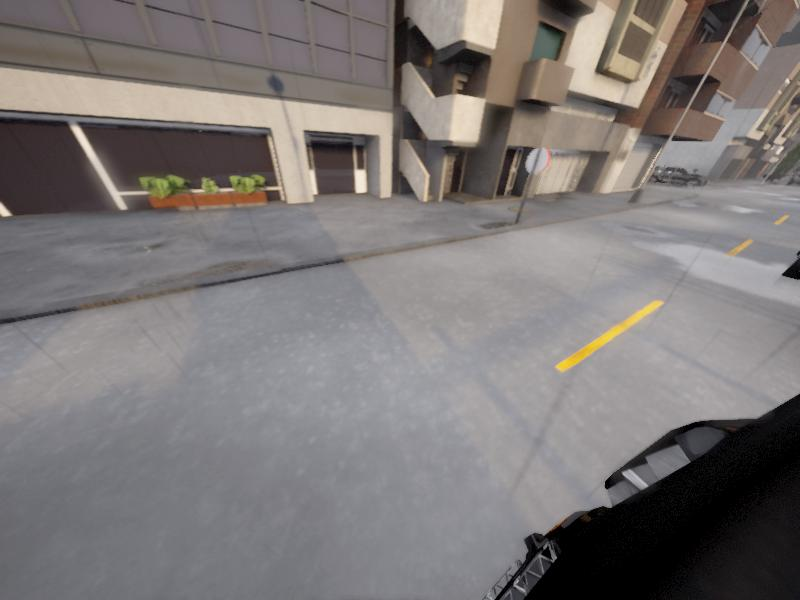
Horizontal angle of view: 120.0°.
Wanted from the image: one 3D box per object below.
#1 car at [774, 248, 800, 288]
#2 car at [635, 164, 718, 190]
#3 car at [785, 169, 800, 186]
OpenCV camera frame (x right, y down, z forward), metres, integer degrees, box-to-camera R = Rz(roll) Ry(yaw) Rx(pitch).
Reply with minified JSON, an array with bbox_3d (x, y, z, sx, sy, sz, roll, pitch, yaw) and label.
[{"bbox_3d":[10.841,-1.201,4.881,4.553,1.767,2.097,-16,38,-26],"label":"car"},{"bbox_3d":[26.630,-12.045,22.455,2.033,1.649,4.856,-24,42,-33],"label":"car"},{"bbox_3d":[51.787,-15.498,29.296,4.553,1.767,2.097,-16,38,-26],"label":"car"}]
